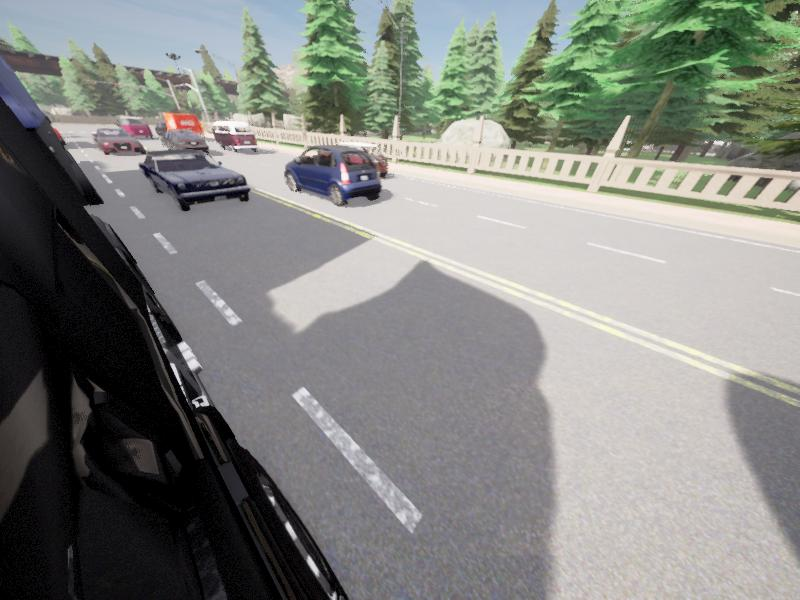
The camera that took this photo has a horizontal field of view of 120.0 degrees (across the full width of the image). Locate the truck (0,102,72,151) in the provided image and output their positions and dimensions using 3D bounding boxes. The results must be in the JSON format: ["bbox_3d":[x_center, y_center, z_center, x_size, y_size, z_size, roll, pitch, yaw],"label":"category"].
[{"bbox_3d":[-26.201,-12.186,16.214,5.204,2.467,2.627,28,44,30],"label":"truck"}]

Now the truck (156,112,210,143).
[{"bbox_3d":[-24.585,-19.539,26.158,5.204,2.467,2.627,29,44,29],"label":"truck"}]

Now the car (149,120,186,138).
[{"bbox_3d":[-30.343,-22.279,30.144,4.856,1.649,2.033,28,44,30],"label":"car"}]

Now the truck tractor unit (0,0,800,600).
[{"bbox_3d":[-2.645,-0.295,0.351,6.516,4.208,3.053,28,44,30],"label":"truck tractor unit"}]

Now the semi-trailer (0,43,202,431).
[{"bbox_3d":[-8.696,-3.608,4.229,14.254,4.402,2.717,28,44,30],"label":"semi-trailer"}]

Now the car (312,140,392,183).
[{"bbox_3d":[-2.508,-7.317,12.039,3.806,1.475,1.970,28,44,30],"label":"car"}]

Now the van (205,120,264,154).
[{"bbox_3d":[-13.737,-13.561,19.199,4.480,2.038,2.069,28,44,30],"label":"van"}]

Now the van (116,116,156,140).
[{"bbox_3d":[-29.672,-19.327,25.940,4.442,1.987,1.775,28,44,30],"label":"van"}]

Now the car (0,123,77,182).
[{"bbox_3d":[-16.096,-6.436,9.858,5.238,1.638,1.930,28,44,30],"label":"car"}]

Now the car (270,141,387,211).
[{"bbox_3d":[-2.573,-4.667,8.383,3.988,1.617,1.851,28,44,30],"label":"car"}]

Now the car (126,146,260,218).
[{"bbox_3d":[-6.881,-4.104,7.614,4.718,1.301,1.895,28,44,30],"label":"car"}]

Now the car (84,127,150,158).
[{"bbox_3d":[-18.928,-10.584,15.448,4.181,1.385,1.994,28,44,30],"label":"car"}]

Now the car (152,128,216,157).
[{"bbox_3d":[-16.357,-11.959,17.431,5.357,1.411,2.033,28,44,30],"label":"car"}]
